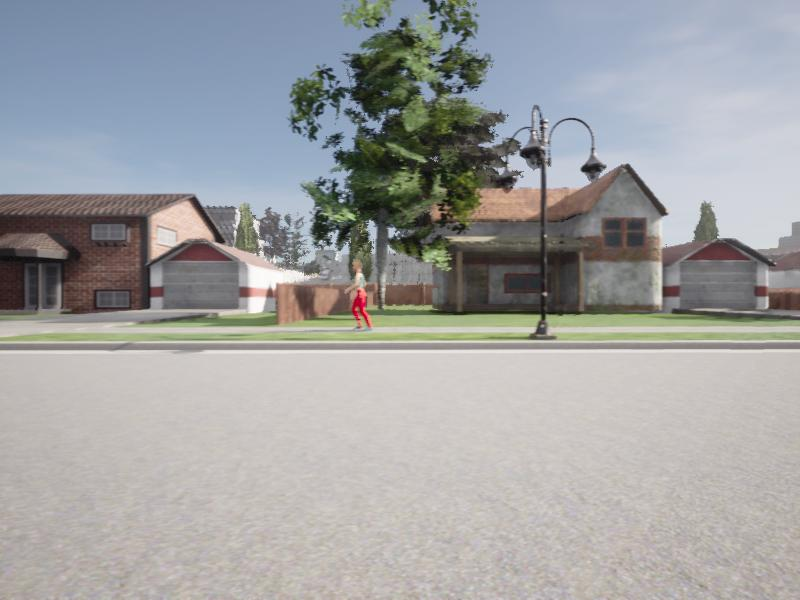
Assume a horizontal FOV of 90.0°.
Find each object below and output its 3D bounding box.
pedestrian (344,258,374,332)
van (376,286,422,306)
[{"bbox_3d":[-1.061,-0.126,10.450,0.751,1.860,0.751,0,0,-3],"label":"pedestrian"},{"bbox_3d":[-0.110,-0.520,51.994,5.915,2.561,1.988,0,0,1],"label":"van"}]
